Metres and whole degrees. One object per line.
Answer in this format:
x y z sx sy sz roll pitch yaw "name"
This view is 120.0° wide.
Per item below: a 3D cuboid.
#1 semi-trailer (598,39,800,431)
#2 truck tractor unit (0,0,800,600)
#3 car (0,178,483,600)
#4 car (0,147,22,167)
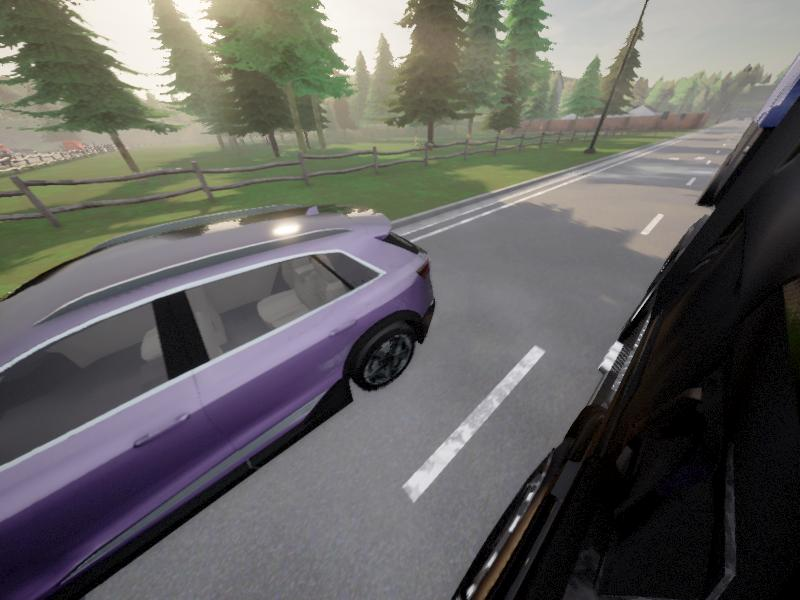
8.703 -3.580 4.255 14.254 4.402 2.717 -28 43 -30 "semi-trailer"
2.645 -0.295 0.351 6.516 4.208 3.053 -28 44 -30 "truck tractor unit"
-1.777 0.379 1.875 4.856 1.649 2.033 -28 44 -30 "car"
-54.629 -19.227 31.032 2.150 2.045 5.566 -27 43 -29 "car"
